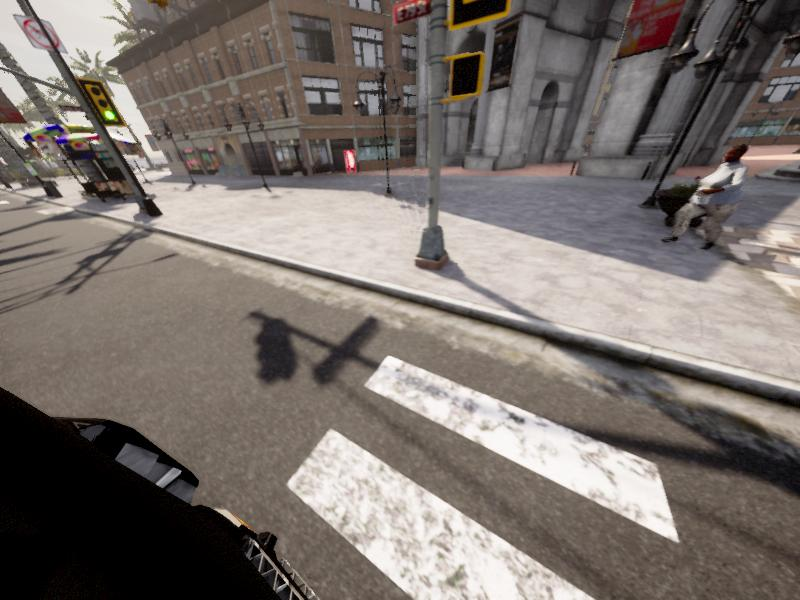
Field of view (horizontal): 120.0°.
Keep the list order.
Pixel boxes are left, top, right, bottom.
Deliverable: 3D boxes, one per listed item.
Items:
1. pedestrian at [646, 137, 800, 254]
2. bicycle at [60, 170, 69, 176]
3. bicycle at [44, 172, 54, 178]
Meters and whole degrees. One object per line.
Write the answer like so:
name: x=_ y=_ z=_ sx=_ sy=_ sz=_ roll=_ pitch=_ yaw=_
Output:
pedestrian: x=5.808 y=-1.881 z=4.320 sx=0.751 sy=1.860 sz=0.751 roll=3 pitch=34 yaw=8
bicycle: x=-67.982 y=-25.647 z=46.805 sx=1.643 sy=1.024 sz=0.373 roll=15 pitch=38 yaw=25
bicycle: x=-68.950 y=-24.635 z=45.360 sx=1.643 sy=1.024 sz=0.373 roll=15 pitch=38 yaw=25
